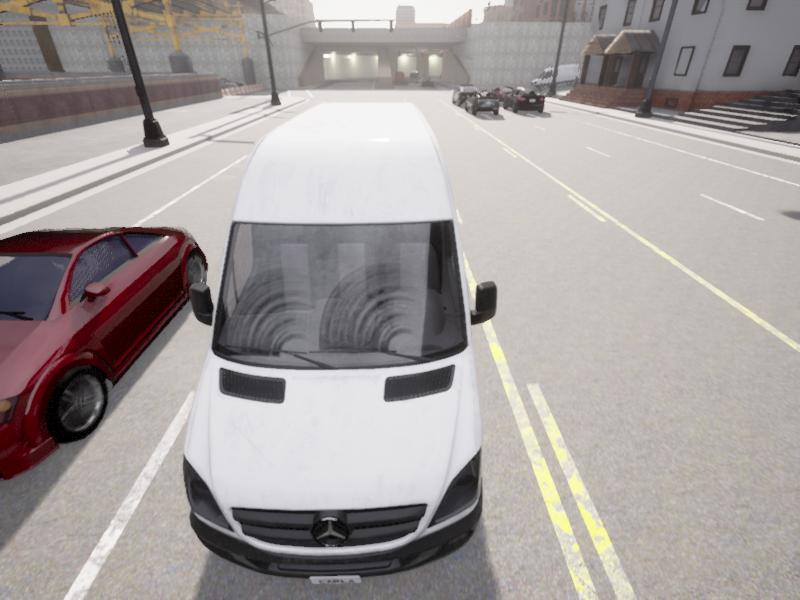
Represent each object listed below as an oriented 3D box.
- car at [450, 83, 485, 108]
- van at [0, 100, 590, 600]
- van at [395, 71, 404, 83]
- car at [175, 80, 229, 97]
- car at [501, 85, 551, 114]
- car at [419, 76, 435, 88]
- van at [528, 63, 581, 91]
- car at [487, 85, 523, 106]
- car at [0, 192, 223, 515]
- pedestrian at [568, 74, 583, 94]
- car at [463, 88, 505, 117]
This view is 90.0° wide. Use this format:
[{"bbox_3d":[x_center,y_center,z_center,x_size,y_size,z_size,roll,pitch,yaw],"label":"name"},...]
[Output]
[{"bbox_3d":[5.830,-18.030,35.158,1.930,1.638,5.238,-1,30,-2],"label":"car"},{"bbox_3d":[-0.448,-0.576,4.458,1.988,2.561,5.915,-1,30,-1],"label":"van"},{"bbox_3d":[-0.115,-47.339,84.872,1.775,1.987,4.442,-1,30,-2],"label":"van"},{"bbox_3d":[-22.605,-24.285,45.888,2.038,1.542,4.974,25,38,36],"label":"car"},{"bbox_3d":[9.436,-15.298,30.462,2.242,1.667,4.611,0,30,-1],"label":"car"},{"bbox_3d":[4.410,-35.983,65.899,2.038,1.542,4.974,-1,30,-2],"label":"car"},{"bbox_3d":[20.076,-29.045,52.157,5.915,2.561,1.988,-6,30,2],"label":"van"},{"bbox_3d":[9.416,-18.613,36.350,1.812,1.442,4.674,-1,30,-2],"label":"car"},{"bbox_3d":[-3.942,0.035,4.573,1.994,1.385,4.181,-1,30,-1],"label":"car"},{"bbox_3d":[18.643,-22.969,42.482,0.751,1.860,0.751,-10,32,-17],"label":"pedestrian"},{"bbox_3d":[5.972,-14.399,29.070,2.007,1.525,4.514,-1,30,-1],"label":"car"}]
